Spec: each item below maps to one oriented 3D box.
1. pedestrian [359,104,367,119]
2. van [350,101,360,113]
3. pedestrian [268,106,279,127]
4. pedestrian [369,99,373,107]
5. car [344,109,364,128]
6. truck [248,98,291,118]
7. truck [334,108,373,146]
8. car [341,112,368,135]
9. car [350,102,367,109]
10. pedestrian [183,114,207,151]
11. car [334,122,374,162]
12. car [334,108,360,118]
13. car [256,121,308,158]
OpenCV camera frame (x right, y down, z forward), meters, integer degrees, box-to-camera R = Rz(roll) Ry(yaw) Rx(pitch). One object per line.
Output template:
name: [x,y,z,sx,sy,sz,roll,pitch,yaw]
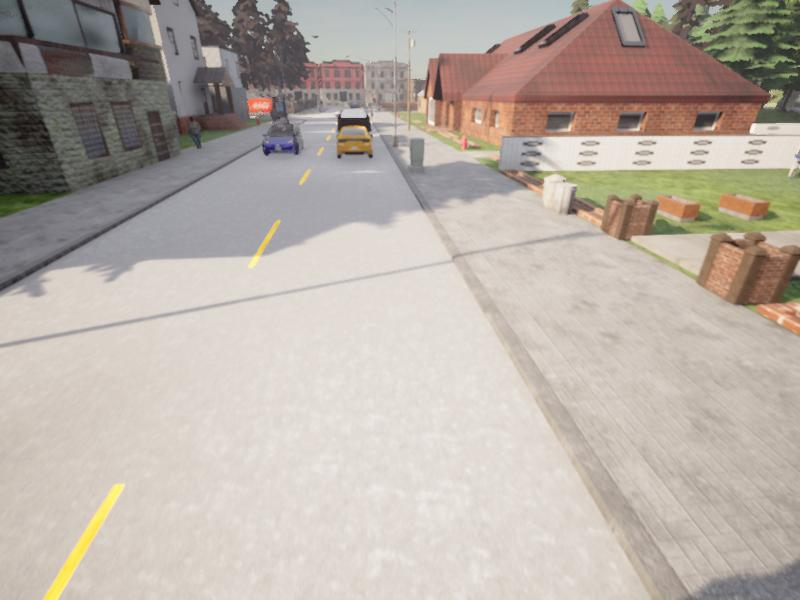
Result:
pedestrian: [-5.017,-25.619,54.329,0.751,1.860,0.751,-12,29,-22]
van: [-8.704,-37.348,77.515,1.775,1.987,4.442,-3,27,-5]
pedestrian: [-12.556,-18.252,39.750,0.751,1.860,0.751,-4,27,-8]
pedestrian: [-7.195,-48.285,98.146,0.751,1.860,0.751,-6,28,-12]
car: [-4.753,-18.883,41.562,1.851,1.617,3.988,-2,27,-4]
truck: [-18.521,-27.364,57.013,5.204,2.467,2.627,-2,27,-5]
truck: [-3.260,-12.504,28.626,2.390,2.098,6.274,-2,27,-5]
car: [-4.034,-15.764,35.604,2.128,1.511,4.902,-2,27,-5]
car: [-10.420,-49.097,100.840,1.801,1.575,5.366,12,29,21]
pedestrian: [-11.634,-9.507,22.750,0.751,1.860,0.751,-6,28,-11]
car: [-2.520,-8.856,22.148,1.882,1.535,5.008,-3,27,-5]
car: [-8.234,-29.356,62.723,1.895,1.301,4.718,12,30,22]
car: [-6.623,-9.260,22.932,2.007,1.525,4.514,-3,27,-5]
